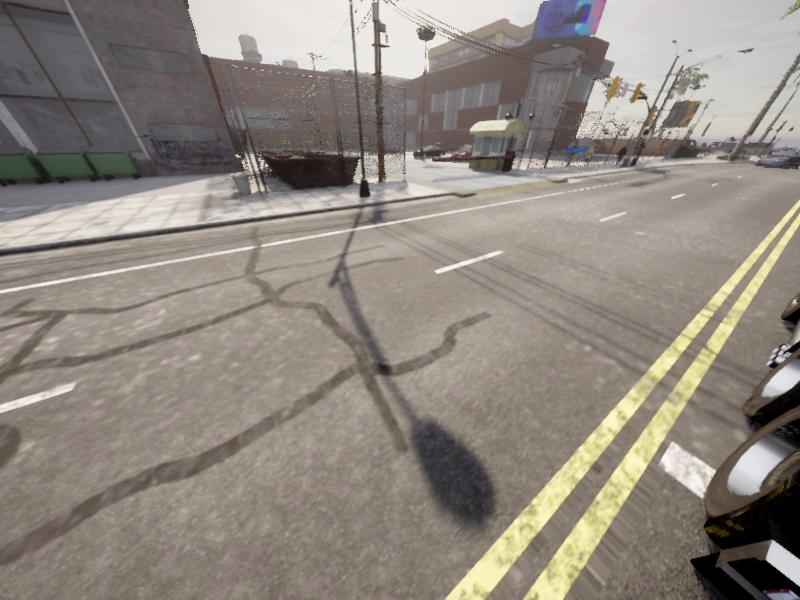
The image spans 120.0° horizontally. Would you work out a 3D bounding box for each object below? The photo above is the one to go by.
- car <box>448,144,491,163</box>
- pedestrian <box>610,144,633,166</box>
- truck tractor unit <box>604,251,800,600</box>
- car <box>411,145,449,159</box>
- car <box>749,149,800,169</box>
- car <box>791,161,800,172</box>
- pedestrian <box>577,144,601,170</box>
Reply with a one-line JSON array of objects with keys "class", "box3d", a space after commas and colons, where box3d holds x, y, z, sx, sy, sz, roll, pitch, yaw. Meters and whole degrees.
[{"class": "car", "box3d": [8.375, -17.665, 27.749, 4.553, 1.767, 2.185, -20, 39, -26]}, {"class": "pedestrian", "box3d": [22.152, -14.512, 23.121, 0.751, 1.860, 0.751, -22, 40, -28]}, {"class": "truck tractor unit", "box3d": [5.086, -0.325, 0.813, 6.516, 4.208, 3.053, -19, 39, -25]}, {"class": "car", "box3d": [4.306, -21.241, 33.082, 5.008, 1.535, 2.097, -20, 39, -26]}, {"class": "car", "box3d": [40.255, -14.789, 24.173, 4.856, 1.649, 2.033, -9, 36, -12]}, {"class": "car", "box3d": [39.573, -12.656, 21.060, 4.611, 1.667, 2.242, -9, 36, -14]}, {"class": "pedestrian", "box3d": [16.509, -12.516, 20.205, 0.751, 1.860, 0.751, -20, 39, -26]}]
